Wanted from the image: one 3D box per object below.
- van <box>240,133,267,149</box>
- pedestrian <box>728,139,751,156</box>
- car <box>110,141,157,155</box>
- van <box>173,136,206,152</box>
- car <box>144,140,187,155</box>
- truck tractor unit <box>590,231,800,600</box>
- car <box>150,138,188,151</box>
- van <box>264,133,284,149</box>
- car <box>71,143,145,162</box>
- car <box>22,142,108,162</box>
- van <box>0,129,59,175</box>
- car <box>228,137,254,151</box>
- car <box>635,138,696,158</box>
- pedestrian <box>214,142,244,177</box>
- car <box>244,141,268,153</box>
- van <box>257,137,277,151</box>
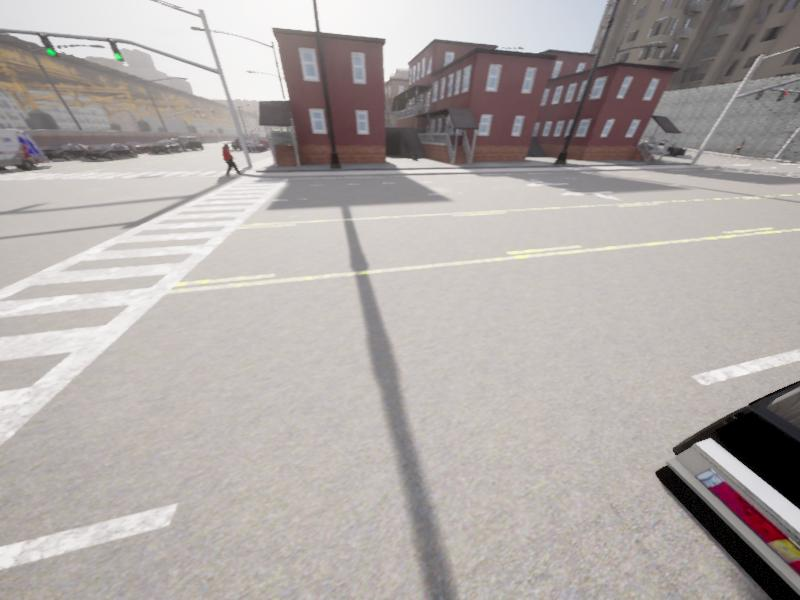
[{"bbox_3d":[-28.719,-31.332,45.542,2.351,2.431,6.366,-7,36,-11],"label":"van"},{"bbox_3d":[46.226,-20.769,31.471,0.751,1.860,0.751,-7,36,-10],"label":"pedestrian"},{"bbox_3d":[-35.291,-20.291,30.789,1.994,1.385,4.181,-7,36,-11],"label":"car"},{"bbox_3d":[-33.455,-24.990,36.903,1.775,1.987,4.442,-7,36,-11],"label":"van"},{"bbox_3d":[-31.967,-20.992,31.722,1.837,1.490,4.892,-7,36,-11],"label":"car"},{"bbox_3d":[5.319,0.001,0.359,6.516,4.208,3.053,-8,36,-11],"label":"truck tractor unit"},{"bbox_3d":[-37.148,-25.145,37.340,2.242,1.667,4.611,-7,36,-11],"label":"car"},{"bbox_3d":[-25.592,-32.497,47.138,1.988,2.561,5.915,-7,36,-11],"label":"van"},{"bbox_3d":[-29.771,-15.366,23.912,2.033,1.411,5.357,-7,36,-11],"label":"car"},{"bbox_3d":[-33.172,-14.910,23.215,2.033,1.411,5.357,-7,36,-11],"label":"car"},{"bbox_3d":[-27.137,-9.441,14.708,2.351,2.431,6.366,-8,36,-12],"label":"van"},{"bbox_3d":[-26.949,-26.596,39.369,1.932,1.855,4.605,-7,36,-11],"label":"car"},{"bbox_3d":[35.914,-20.834,31.526,1.930,1.638,5.238,-7,41,-11],"label":"car"},{"bbox_3d":[-10.800,-8.905,14.661,0.751,1.860,0.751,-8,36,-12],"label":"pedestrian"},{"bbox_3d":[-22.442,-24.004,36.228,1.994,1.385,4.181,-7,36,-10],"label":"car"},{"bbox_3d":[-24.070,-28.406,41.866,1.775,1.987,4.442,-7,36,-10],"label":"van"}]
